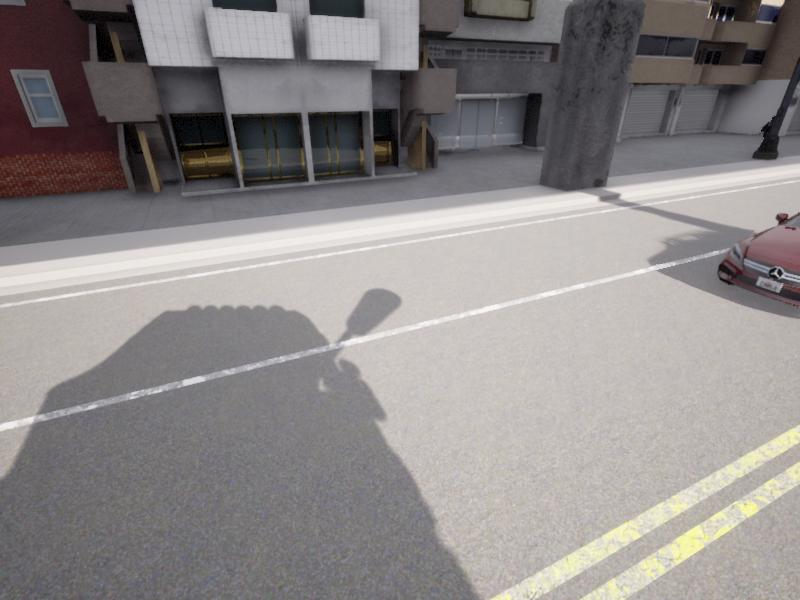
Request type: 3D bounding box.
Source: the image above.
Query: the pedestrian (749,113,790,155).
[{"bbox_3d":[18.795,-8.457,20.381,0.751,1.860,0.751,-11,29,-20],"label":"pedestrian"}]

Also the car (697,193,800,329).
[{"bbox_3d":[7.618,-0.908,6.697,4.674,1.442,1.812,-12,29,-22],"label":"car"}]
